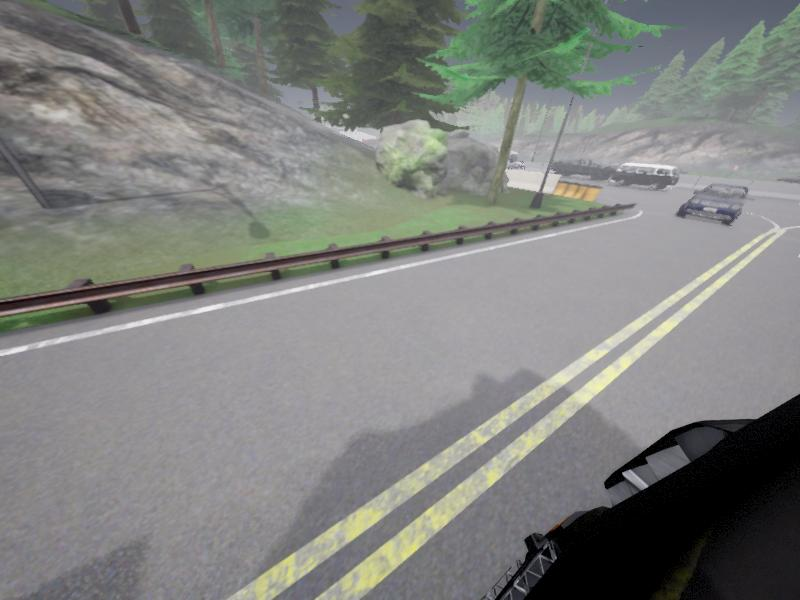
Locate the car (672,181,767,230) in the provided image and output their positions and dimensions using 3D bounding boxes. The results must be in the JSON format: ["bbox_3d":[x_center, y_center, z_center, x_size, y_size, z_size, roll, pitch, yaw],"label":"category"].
[{"bbox_3d":[14.587,-4.450,10.618,3.705,1.549,1.789,-18,40,-33],"label":"car"}]

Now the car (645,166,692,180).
[{"bbox_3d":[40.968,-19.421,35.338,1.816,1.474,4.193,-16,38,-26],"label":"car"}]

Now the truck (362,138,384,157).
[{"bbox_3d":[-7.153,-40.346,60.908,2.891,3.827,8.468,-13,37,-23],"label":"truck"}]

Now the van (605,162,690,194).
[{"bbox_3d":[22.269,-11.212,21.039,2.069,2.038,4.480,-16,38,-26],"label":"van"}]

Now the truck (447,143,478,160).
[{"bbox_3d":[17.824,-42.969,66.792,2.891,3.827,8.468,-16,38,-26],"label":"truck"}]

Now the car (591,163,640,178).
[{"bbox_3d":[32.729,-19.850,35.285,1.882,1.535,5.008,-16,38,-26],"label":"car"}]

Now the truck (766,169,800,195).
[{"bbox_3d":[41.861,-11.199,22.493,2.390,2.098,6.274,-16,38,-26],"label":"truck"}]

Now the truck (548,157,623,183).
[{"bbox_3d":[21.718,-15.579,27.503,2.390,2.098,6.274,-16,38,-26],"label":"truck"}]

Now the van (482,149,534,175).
[{"bbox_3d":[14.516,-18.968,31.637,1.988,2.561,5.915,-16,38,-26],"label":"van"}]
